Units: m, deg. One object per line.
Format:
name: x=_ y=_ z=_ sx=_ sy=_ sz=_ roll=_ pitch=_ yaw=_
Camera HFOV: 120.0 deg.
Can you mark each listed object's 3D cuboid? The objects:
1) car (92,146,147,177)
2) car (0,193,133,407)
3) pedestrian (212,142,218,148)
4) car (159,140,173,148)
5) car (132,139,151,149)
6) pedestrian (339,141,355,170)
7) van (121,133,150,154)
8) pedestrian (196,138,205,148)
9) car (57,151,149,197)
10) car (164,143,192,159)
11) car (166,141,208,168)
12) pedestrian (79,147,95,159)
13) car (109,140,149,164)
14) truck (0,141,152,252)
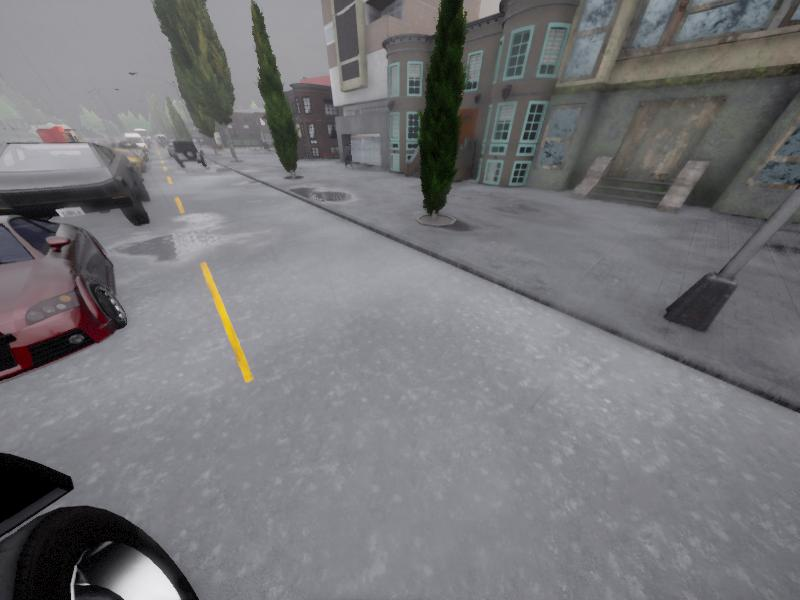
car: x=-20.398 y=-10.338 z=17.065 sx=1.801 sy=1.575 sz=5.366 roll=-27 pitch=43 yaw=-33
car: x=-5.603 y=-0.286 z=3.119 sx=4.181 sy=1.385 sz=1.994 roll=28 pitch=44 yaw=34
pedestrian: x=-42.941 y=-36.065 z=53.610 sx=0.500 sy=1.100 sz=0.500 roll=28 pitch=44 yaw=34
car: x=-54.134 y=-36.142 z=53.437 sx=1.789 sy=1.549 sz=3.705 roll=-27 pitch=43 yaw=-33
car: x=-56.464 y=-34.273 z=50.582 sx=2.097 sy=1.767 sz=4.553 roll=-27 pitch=43 yaw=-33
pedestrian: x=-4.151 y=-11.326 z=18.131 sx=0.751 sy=1.860 sz=0.751 roll=-30 pitch=45 yaw=-35
van: x=-41.252 y=-24.535 z=36.187 sx=1.988 sy=2.561 sz=5.915 roll=-27 pitch=43 yaw=-33
pedestrian: x=-43.182 y=-33.957 z=49.937 sx=0.751 sy=1.860 sz=0.751 roll=-24 pitch=42 yaw=-30
car: x=-15.008 y=-6.745 z=12.065 sx=2.128 sy=1.511 sz=4.902 roll=-27 pitch=43 yaw=-33
car: x=-28.534 y=-19.174 z=29.629 sx=1.970 sy=1.475 sz=3.806 roll=-27 pitch=43 yaw=-33
car: x=-19.209 y=-13.178 z=20.829 sx=1.905 sy=1.878 sz=3.866 roll=-27 pitch=43 yaw=-33
pedestrian: x=-34.737 y=-16.326 z=25.652 sx=0.500 sy=1.100 sz=0.500 roll=18 pitch=39 yaw=23
car: x=-28.095 y=-15.549 z=24.147 sx=1.932 sy=1.855 sz=4.605 roll=-27 pitch=43 yaw=-33
truck: x=-10.216 y=-3.817 z=7.436 sx=2.390 sy=2.098 sz=6.274 roll=-27 pitch=43 yaw=-33
